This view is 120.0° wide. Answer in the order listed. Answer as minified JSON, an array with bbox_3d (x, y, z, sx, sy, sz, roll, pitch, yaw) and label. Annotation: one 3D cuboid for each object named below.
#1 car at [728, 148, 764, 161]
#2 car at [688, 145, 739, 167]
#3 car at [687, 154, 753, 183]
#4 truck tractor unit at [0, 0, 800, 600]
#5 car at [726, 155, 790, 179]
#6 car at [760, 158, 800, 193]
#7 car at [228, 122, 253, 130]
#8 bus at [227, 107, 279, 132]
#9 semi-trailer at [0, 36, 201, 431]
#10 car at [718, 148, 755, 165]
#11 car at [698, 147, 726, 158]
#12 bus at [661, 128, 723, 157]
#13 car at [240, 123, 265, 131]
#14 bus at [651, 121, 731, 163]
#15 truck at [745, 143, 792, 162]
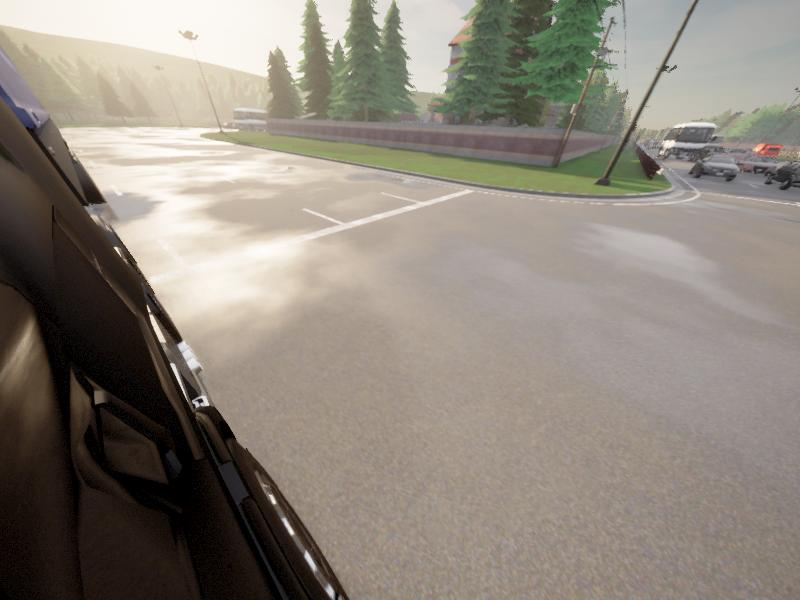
[{"bbox_3d":[60.371,-25.533,40.417,2.242,1.667,4.611,28,43,29],"label":"car"},{"bbox_3d":[38.013,-17.661,28.215,1.905,1.878,3.866,18,39,20],"label":"car"},{"bbox_3d":[24.007,-10.106,17.562,1.812,1.442,4.674,28,43,29],"label":"car"},{"bbox_3d":[-2.645,-0.295,0.352,6.516,4.208,3.053,28,44,30],"label":"truck tractor unit"},{"bbox_3d":[31.697,-11.989,20.654,1.994,1.385,4.181,29,44,30],"label":"car"},{"bbox_3d":[25.359,-7.797,14.473,1.789,1.549,3.705,28,43,29],"label":"car"},{"bbox_3d":[-41.208,-45.093,59.855,2.033,1.649,4.856,12,38,13],"label":"car"},{"bbox_3d":[-34.996,-43.384,55.798,3.944,4.253,10.273,11,37,10],"label":"bus"},{"bbox_3d":[-8.661,-3.635,4.257,14.254,4.402,2.717,29,44,30],"label":"semi-trailer"},{"bbox_3d":[46.022,-19.722,31.697,4.611,1.667,2.242,-24,44,-32],"label":"car"},{"bbox_3d":[59.982,-28.482,44.495,2.163,1.488,4.792,28,43,29],"label":"car"},{"bbox_3d":[58.539,-32.127,46.964,3.944,4.253,10.273,22,41,22],"label":"bus"},{"bbox_3d":[-37.792,-44.462,59.324,1.801,1.575,5.366,12,38,13],"label":"car"},{"bbox_3d":[40.220,-22.339,32.671,3.944,4.253,10.273,25,42,28],"label":"bus"},{"bbox_3d":[66.565,-26.846,41.924,2.627,2.467,5.204,28,43,29],"label":"truck"}]
